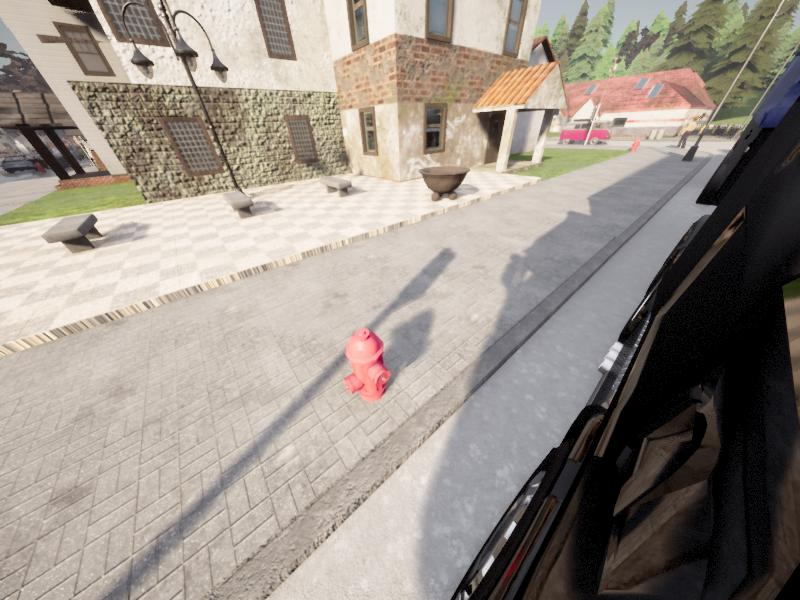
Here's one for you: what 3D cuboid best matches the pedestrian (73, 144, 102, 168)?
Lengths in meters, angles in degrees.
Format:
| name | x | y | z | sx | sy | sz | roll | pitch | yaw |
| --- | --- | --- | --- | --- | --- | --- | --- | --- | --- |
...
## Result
| name | x | y | z | sx | sy | sz | roll | pitch | yaw |
| --- | --- | --- | --- | --- | --- | --- | --- | --- | --- |
| pedestrian | -30.484 | -14.052 | 22.551 | 0.751 | 1.860 | 0.751 | -27 | 43 | -29 |

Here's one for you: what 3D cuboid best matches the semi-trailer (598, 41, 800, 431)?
| name | x | y | z | sx | sy | sz | roll | pitch | yaw |
| --- | --- | --- | --- | --- | --- | --- | --- | --- | --- |
| semi-trailer | 8.683 | -3.615 | 4.242 | 14.254 | 4.402 | 2.717 | -28 | 44 | -30 |

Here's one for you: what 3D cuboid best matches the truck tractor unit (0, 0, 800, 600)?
| name | x | y | z | sx | sy | sz | roll | pitch | yaw |
| --- | --- | --- | --- | --- | --- | --- | --- | --- | --- |
| truck tractor unit | 2.645 | -0.295 | 0.351 | 6.516 | 4.208 | 3.053 | -28 | 44 | -30 |

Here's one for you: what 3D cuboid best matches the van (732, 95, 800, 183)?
| name | x | y | z | sx | sy | sz | roll | pitch | yaw |
| --- | --- | --- | --- | --- | --- | --- | --- | --- | --- |
| van | 16.591 | -6.753 | 9.527 | 5.915 | 2.561 | 1.988 | -26 | 43 | -28 |

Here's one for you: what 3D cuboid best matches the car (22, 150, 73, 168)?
| name | x | y | z | sx | sy | sz | roll | pitch | yaw |
| --- | --- | --- | --- | --- | --- | --- | --- | --- | --- |
| car | -42.331 | -17.076 | 27.935 | 2.033 | 1.411 | 5.357 | -28 | 44 | -30 |

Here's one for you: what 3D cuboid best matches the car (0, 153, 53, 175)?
| name | x | y | z | sx | sy | sz | roll | pitch | yaw |
| --- | --- | --- | --- | --- | --- | --- | --- | --- | --- |
| car | -37.306 | -13.578 | 22.967 | 1.994 | 1.385 | 4.181 | -28 | 44 | -30 |

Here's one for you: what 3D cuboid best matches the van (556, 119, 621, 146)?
| name | x | y | z | sx | sy | sz | roll | pitch | yaw |
| --- | --- | --- | --- | --- | --- | --- | --- | --- | --- |
| van | 19.180 | -17.153 | 23.721 | 1.775 | 1.987 | 4.442 | -28 | 43 | -30 |

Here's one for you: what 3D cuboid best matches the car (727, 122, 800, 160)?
| name | x | y | z | sx | sy | sz | roll | pitch | yaw |
| --- | --- | --- | --- | --- | --- | --- | --- | --- | --- |
| car | 21.427 | -9.324 | 13.474 | 1.789 | 1.549 | 3.705 | 25 | 45 | 32 |

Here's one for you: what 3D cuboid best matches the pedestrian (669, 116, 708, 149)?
| name | x | y | z | sx | sy | sz | roll | pitch | yaw |
| --- | --- | --- | --- | --- | --- | --- | --- | --- | --- |
| pedestrian | 21.141 | -12.286 | 16.985 | 0.751 | 1.860 | 0.751 | 5 | 37 | 10 |
